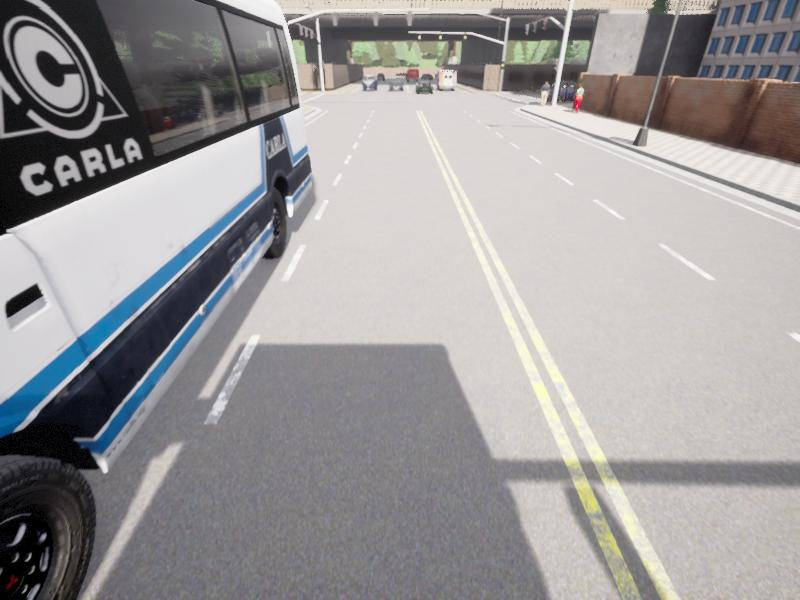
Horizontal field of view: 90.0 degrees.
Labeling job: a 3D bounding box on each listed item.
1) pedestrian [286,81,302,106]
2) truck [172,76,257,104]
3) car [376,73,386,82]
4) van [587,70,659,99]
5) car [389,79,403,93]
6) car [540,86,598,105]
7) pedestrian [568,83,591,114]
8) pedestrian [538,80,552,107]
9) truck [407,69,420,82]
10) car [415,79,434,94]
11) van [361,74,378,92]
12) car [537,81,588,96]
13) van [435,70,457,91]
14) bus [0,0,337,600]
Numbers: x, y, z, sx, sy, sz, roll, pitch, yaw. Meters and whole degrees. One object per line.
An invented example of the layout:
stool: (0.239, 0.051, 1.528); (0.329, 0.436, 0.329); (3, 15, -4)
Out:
pedestrian: (-8.941, -17.398, 33.714); (0.751, 1.860, 0.751); (14, 33, 22)
truck: (-16.647, -19.040, 36.273); (6.274, 2.098, 2.390); (0, 30, 0)
car: (-4.256, -49.387, 88.640); (2.033, 1.649, 4.856); (0, 30, 0)
van: (23.475, -22.835, 42.371); (5.915, 2.561, 1.988); (0, 30, 0)
car: (-0.488, -28.719, 53.570); (1.812, 1.442, 4.674); (0, 30, 0)
car: (15.272, -18.611, 36.306); (4.181, 1.385, 1.994); (-3, 30, -6)
pedestrian: (12.294, -13.845, 27.443); (0.751, 1.860, 0.751); (-5, 31, -8)
pedestrian: (11.584, -16.491, 31.911); (0.751, 1.860, 0.751); (10, 32, 16)
truck: (2.770, -47.780, 85.089); (2.627, 2.467, 5.204); (0, 30, 0)
car: (3.036, -27.026, 50.554); (2.038, 1.542, 4.974); (0, 30, 0)
van: (-4.109, -29.691, 54.688); (1.775, 1.987, 4.442); (1, 30, 2)
car: (18.495, -24.156, 45.651); (4.892, 1.490, 1.837); (0, 30, 1)
van: (6.488, -31.212, 56.854); (2.351, 2.431, 6.366); (0, 30, 0)
bus: (-3.498, -1.525, 4.383); (3.944, 4.253, 10.273); (0, 30, 0)
